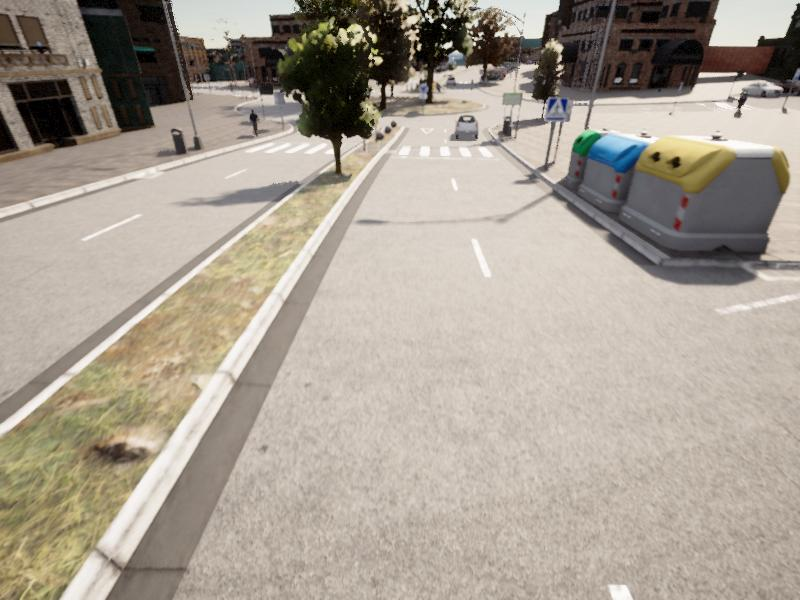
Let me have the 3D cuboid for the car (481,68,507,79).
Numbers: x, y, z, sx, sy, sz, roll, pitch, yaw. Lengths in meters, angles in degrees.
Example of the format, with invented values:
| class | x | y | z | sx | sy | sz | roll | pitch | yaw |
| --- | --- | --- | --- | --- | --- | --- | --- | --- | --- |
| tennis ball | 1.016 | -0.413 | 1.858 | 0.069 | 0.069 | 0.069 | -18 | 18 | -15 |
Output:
| class | x | y | z | sx | sy | sz | roll | pitch | yaw |
| --- | --- | --- | --- | --- | --- | --- | --- | --- | --- |
| car | 22.064 | -53.186 | 94.046 | 5.566 | 2.045 | 2.435 | 8 | 34 | 12 |

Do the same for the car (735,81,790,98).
| class | x | y | z | sx | sy | sz | roll | pitch | yaw |
| --- | --- | --- | --- | --- | --- | --- | --- | --- | --- |
| car | 41.634 | -24.289 | 46.095 | 2.002 | 1.452 | 4.674 | -4 | 29 | 1 |

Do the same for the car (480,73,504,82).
| class | x | y | z | sx | sy | sz | roll | pitch | yaw |
| --- | --- | --- | --- | --- | --- | --- | --- | --- | --- |
| car | 20.036 | -48.643 | 87.451 | 4.892 | 1.521 | 2.231 | 8 | 33 | 12 |

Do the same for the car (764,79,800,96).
| class | x | y | z | sx | sy | sz | roll | pitch | yaw |
| --- | --- | --- | --- | --- | --- | --- | --- | --- | --- |
| car | 44.423 | -23.992 | 45.141 | 2.163 | 1.488 | 4.792 | -4 | 29 | 1 |

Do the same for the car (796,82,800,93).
| class | x | y | z | sx | sy | sz | roll | pitch | yaw |
| --- | --- | --- | --- | --- | --- | --- | --- | --- | --- |
| car | 47.193 | -23.833 | 44.141 | 2.185 | 1.767 | 4.553 | -4 | 29 | 1 |

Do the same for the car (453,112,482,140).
| class | x | y | z | sx | sy | sz | roll | pitch | yaw |
| --- | --- | --- | --- | --- | --- | --- | --- | --- | --- |
| car | 4.981 | -13.054 | 29.915 | 1.845 | 1.501 | 3.633 | 3 | 29 | 5 |

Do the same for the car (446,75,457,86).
| class | x | y | z | sx | sy | sz | roll | pitch | yaw |
| --- | --- | --- | --- | --- | --- | --- | --- | --- | --- |
| car | 10.277 | -43.706 | 79.765 | 1.851 | 1.617 | 3.988 | 6 | 33 | 9 |

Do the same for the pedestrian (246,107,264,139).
| class | x | y | z | sx | sy | sz | roll | pitch | yaw |
| --- | --- | --- | --- | --- | --- | --- | --- | --- | --- |
| pedestrian | -9.617 | -11.728 | 26.499 | 0.751 | 1.860 | 0.751 | -7 | 32 | -11 |

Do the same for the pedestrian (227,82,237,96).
| class | x | y | z | sx | sy | sz | roll | pitch | yaw |
| --- | --- | --- | --- | --- | --- | --- | --- | --- | --- |
| pedestrian | -25.870 | -32.488 | 61.476 | 0.751 | 1.860 | 0.751 | 21 | 37 | 30 |

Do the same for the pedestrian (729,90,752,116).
| class | x | y | z | sx | sy | sz | roll | pitch | yaw |
| --- | --- | --- | --- | --- | --- | --- | --- | --- | --- |
| pedestrian | 29.100 | -16.821 | 34.169 | 0.751 | 1.860 | 0.751 | 12 | 33 | 18 |

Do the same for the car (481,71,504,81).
| class | x | y | z | sx | sy | sz | roll | pitch | yaw |
| --- | --- | --- | --- | --- | --- | --- | --- | --- | --- |
| car | 20.739 | -50.190 | 89.623 | 4.553 | 1.767 | 2.185 | 8 | 34 | 12 |

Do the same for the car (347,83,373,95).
| class | x | y | z | sx | sy | sz | roll | pitch | yaw |
| --- | --- | --- | --- | --- | --- | --- | --- | --- | --- |
| car | -6.367 | -33.763 | 63.994 | 3.705 | 1.549 | 1.789 | -18 | 36 | -27 |

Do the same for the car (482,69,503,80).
| class | x | y | z | sx | sy | sz | roll | pitch | yaw |
| --- | --- | --- | --- | --- | --- | --- | --- | --- | --- |
| car | 21.263 | -51.741 | 91.849 | 4.442 | 1.987 | 1.878 | 8 | 34 | 12 |
